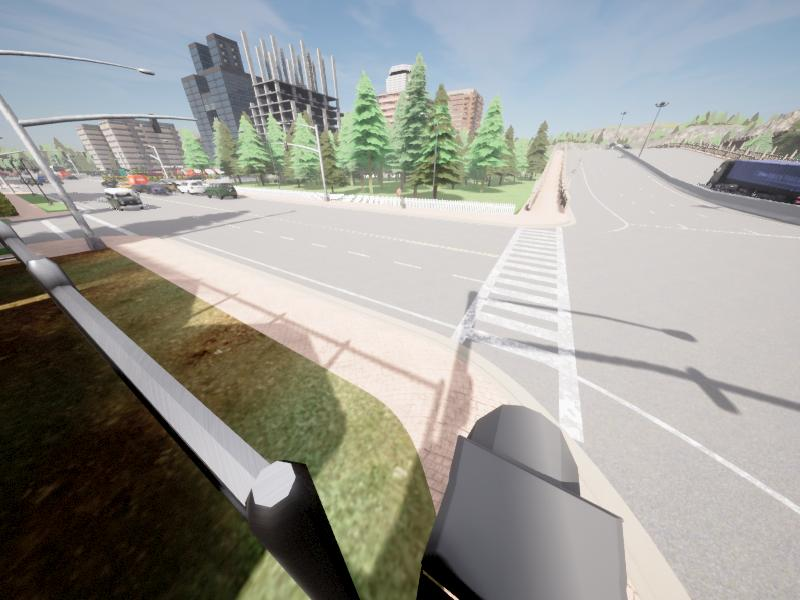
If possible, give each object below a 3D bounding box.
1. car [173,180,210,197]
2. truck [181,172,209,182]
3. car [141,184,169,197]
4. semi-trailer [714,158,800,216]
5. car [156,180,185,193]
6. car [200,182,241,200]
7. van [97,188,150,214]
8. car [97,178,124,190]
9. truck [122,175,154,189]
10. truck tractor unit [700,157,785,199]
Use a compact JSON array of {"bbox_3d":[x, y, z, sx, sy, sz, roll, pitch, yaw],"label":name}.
[{"bbox_3d":[-33.677,-18.096,37.306,5.566,2.045,2.150,17,34,27],"label":"car"},{"bbox_3d":[-62.560,-37.542,70.571,2.627,2.467,5.204,16,33,26],"label":"truck"},{"bbox_3d":[-38.808,-17.412,36.595,3.705,1.549,1.789,17,34,27],"label":"car"},{"bbox_3d":[41.923,-13.105,25.803,2.717,4.402,14.254,17,37,26],"label":"semi-trailer"},{"bbox_3d":[-41.039,-20.283,41.260,4.605,1.855,1.932,17,34,27],"label":"car"},{"bbox_3d":[-25.720,-15.660,33.082,5.566,2.045,2.150,17,34,27],"label":"car"},{"bbox_3d":[-28.708,-10.410,23.999,4.480,2.038,2.069,17,34,27],"label":"van"},{"bbox_3d":[-59.356,-23.814,47.377,4.605,1.855,1.932,15,33,24],"label":"car"},{"bbox_3d":[-55.131,-24.864,48.599,5.204,2.467,2.627,17,34,27],"label":"truck"},{"bbox_3d":[45.955,-16.789,31.497,3.053,4.208,6.516,16,38,26],"label":"truck tractor unit"}]
